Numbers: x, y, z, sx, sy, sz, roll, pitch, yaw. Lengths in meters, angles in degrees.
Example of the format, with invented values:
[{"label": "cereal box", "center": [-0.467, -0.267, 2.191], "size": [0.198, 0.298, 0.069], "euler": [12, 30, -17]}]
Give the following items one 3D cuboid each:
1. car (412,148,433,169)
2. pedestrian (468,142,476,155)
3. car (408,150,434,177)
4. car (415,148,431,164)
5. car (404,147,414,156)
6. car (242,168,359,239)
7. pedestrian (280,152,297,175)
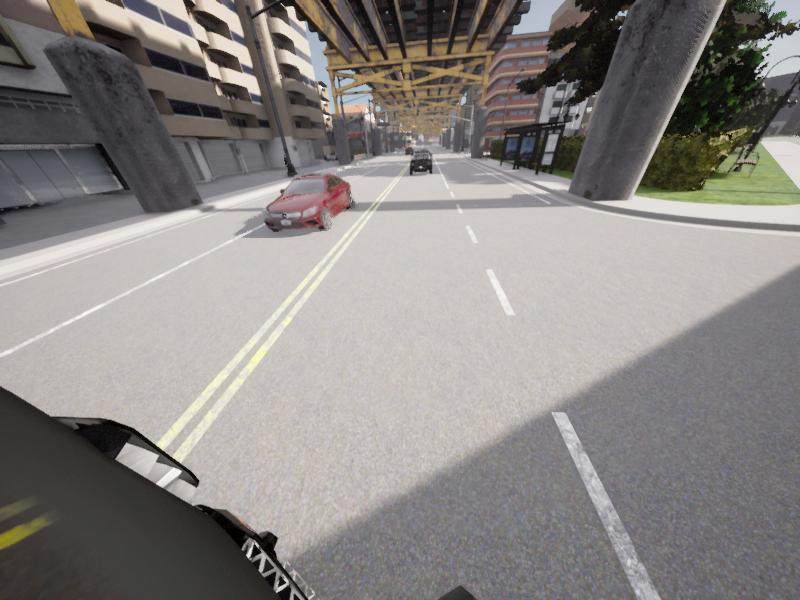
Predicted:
[{"label": "car", "center": [2.587, -16.016, 26.037], "size": [2.152, 1.651, 5.027], "euler": [1, 34, 6]}, {"label": "pedestrian", "center": [12.740, -26.753, 40.908], "size": [0.751, 1.860, 0.751], "euler": [-12, 35, -12]}, {"label": "car", "center": [1.882, -12.094, 20.250], "size": [1.930, 1.638, 5.238], "euler": [1, 34, 6]}, {"label": "car", "center": [3.255, -19.945, 31.903], "size": [2.038, 1.542, 4.974], "euler": [1, 34, 6]}, {"label": "car", "center": [2.185, -33.919, 52.655], "size": [1.930, 1.638, 5.238], "euler": [1, 34, 6]}, {"label": "car", "center": [-3.044, -3.716, 8.379], "size": [1.812, 1.442, 4.674], "euler": [1, 34, 6]}, {"label": "pedestrian", "center": [-10.988, -13.499, 22.882], "size": [0.751, 1.860, 0.751], "euler": [2, 34, 7]}]
